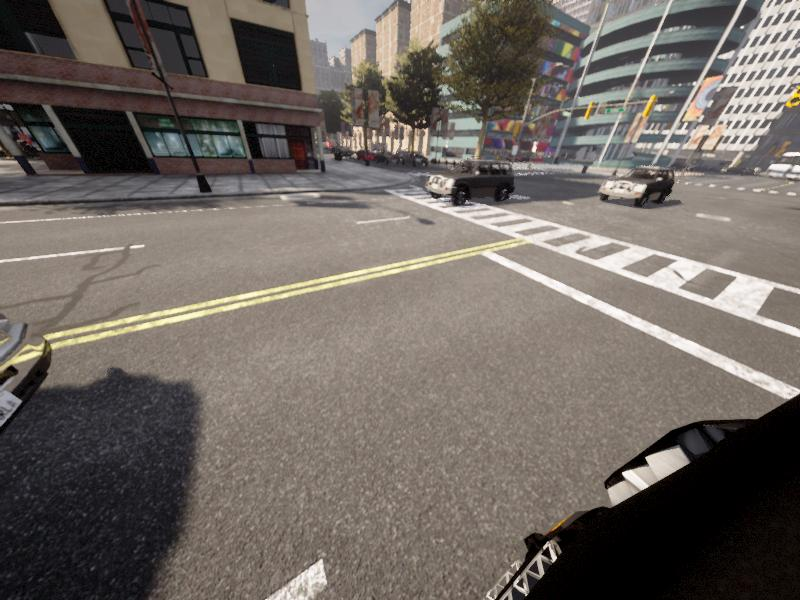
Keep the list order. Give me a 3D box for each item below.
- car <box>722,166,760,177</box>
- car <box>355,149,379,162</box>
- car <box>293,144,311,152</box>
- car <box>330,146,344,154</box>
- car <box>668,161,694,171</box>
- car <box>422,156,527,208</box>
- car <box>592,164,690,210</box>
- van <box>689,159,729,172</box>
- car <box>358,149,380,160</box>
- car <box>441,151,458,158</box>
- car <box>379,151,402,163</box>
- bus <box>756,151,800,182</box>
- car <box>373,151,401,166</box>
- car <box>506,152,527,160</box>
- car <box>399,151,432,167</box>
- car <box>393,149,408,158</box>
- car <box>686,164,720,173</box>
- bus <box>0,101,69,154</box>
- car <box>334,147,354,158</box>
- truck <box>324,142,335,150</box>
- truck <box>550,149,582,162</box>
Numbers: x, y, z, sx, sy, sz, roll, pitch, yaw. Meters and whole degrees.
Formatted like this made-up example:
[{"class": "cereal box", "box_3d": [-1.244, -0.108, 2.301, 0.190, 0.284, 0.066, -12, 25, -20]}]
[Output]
[{"class": "car", "box_3d": [76.906, -29.119, 52.236, 2.152, 1.651, 5.027, 11, 35, 13]}, {"class": "car", "box_3d": [-5.269, -22.715, 36.306, 2.007, 1.525, 4.514, -16, 38, -26]}, {"class": "car", "box_3d": [-24.339, -37.836, 57.565, 1.801, 1.575, 5.366, 5, 34, 4]}, {"class": "car", "box_3d": [-15.383, -36.602, 56.356, 1.851, 1.617, 3.988, -16, 38, -26]}, {"class": "car", "box_3d": [75.228, -36.016, 62.001, 1.905, 1.878, 3.866, 3, 34, 1]}, {"class": "car", "box_3d": [3.592, -5.859, 11.307, 4.605, 1.855, 1.932, -16, 38, -26]}, {"class": "car", "box_3d": [13.387, -6.412, 12.866, 4.605, 1.855, 1.932, -16, 38, -25]}, {"class": "van", "box_3d": [82.235, -35.849, 61.629, 1.988, 2.561, 5.915, 1, 34, -2]}, {"class": "car", "box_3d": [-5.735, -27.027, 42.769, 2.128, 1.511, 4.902, -16, 38, -26]}, {"class": "car", "box_3d": [14.083, -41.482, 65.835, 2.161, 1.482, 4.786, -16, 38, -26]}, {"class": "car", "box_3d": [-1.607, -22.885, 36.977, 1.994, 1.385, 4.181, -16, 38, -26]}, {"class": "bus", "box_3d": [70.518, -23.675, 40.936, 3.944, 4.253, 10.273, 23, 39, 27]}, {"class": "car", "box_3d": [-1.893, -19.393, 31.638, 1.812, 1.442, 4.674, -16, 38, -26]}, {"class": "car", "box_3d": [39.874, -49.506, 79.129, 2.435, 2.045, 5.566, -16, 38, -26]}, {"class": "car", "box_3d": [2.039, -19.418, 31.765, 2.242, 1.667, 4.611, -16, 38, -26]}, {"class": "car", "box_3d": [0.179, -33.870, 53.480, 1.845, 1.501, 3.633, -16, 38, -26]}, {"class": "car", "box_3d": [78.619, -34.249, 60.077, 2.152, 1.651, 5.027, 3, 34, 1]}, {"class": "bus", "box_3d": [-41.978, -18.189, 24.299, 3.944, 4.253, 10.273, -16, 38, -26]}, {"class": "car", "box_3d": [-10.645, -27.939, 43.788, 1.837, 1.490, 4.892, -17, 39, -28]}, {"class": "truck", "box_3d": [-28.757, -62.881, 94.083, 2.627, 2.467, 5.204, -16, 38, -26]}, {"class": "truck", "box_3d": [60.679, -53.060, 84.766, 2.891, 3.827, 8.468, -16, 38, -26]}]
